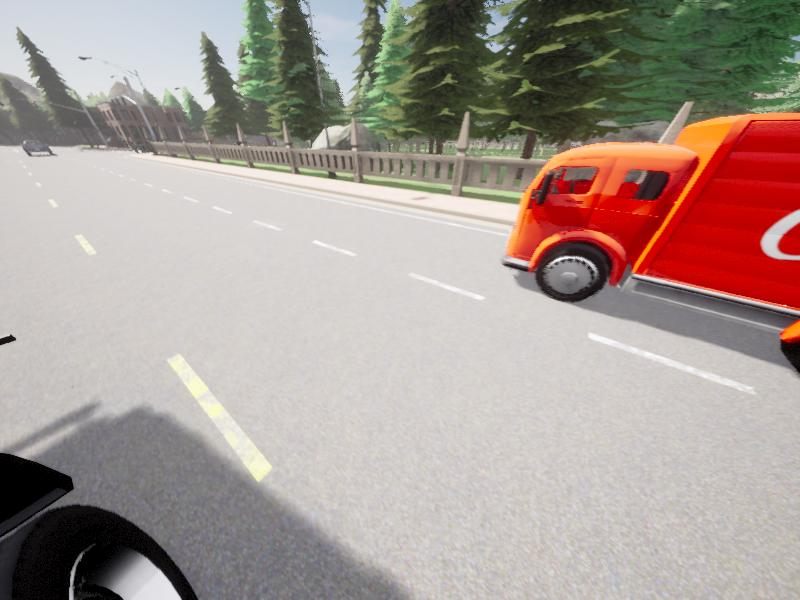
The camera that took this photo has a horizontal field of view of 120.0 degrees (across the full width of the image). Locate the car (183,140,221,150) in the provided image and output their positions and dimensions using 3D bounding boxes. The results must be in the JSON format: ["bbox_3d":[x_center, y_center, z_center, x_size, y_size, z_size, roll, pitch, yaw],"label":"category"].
[{"bbox_3d":[-39.521,-31.154,46.236,1.801,1.575,5.366,22,41,28],"label":"car"}]

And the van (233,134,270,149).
[{"bbox_3d":[-31.875,-34.266,49.850,1.988,2.561,5.915,22,41,28],"label":"van"}]

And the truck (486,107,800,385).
[{"bbox_3d":[4.478,-0.996,3.216,5.204,2.467,2.627,23,41,28],"label":"truck"}]

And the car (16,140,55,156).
[{"bbox_3d":[-48.015,-20.125,30.501,5.027,1.651,2.152,25,42,30],"label":"car"}]

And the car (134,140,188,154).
[{"bbox_3d":[-36.209,-23.403,35.243,1.930,1.638,5.238,17,39,23],"label":"car"}]

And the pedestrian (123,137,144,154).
[{"bbox_3d":[-34.883,-20.241,30.284,0.751,1.860,0.751,3,35,3],"label":"pedestrian"}]
